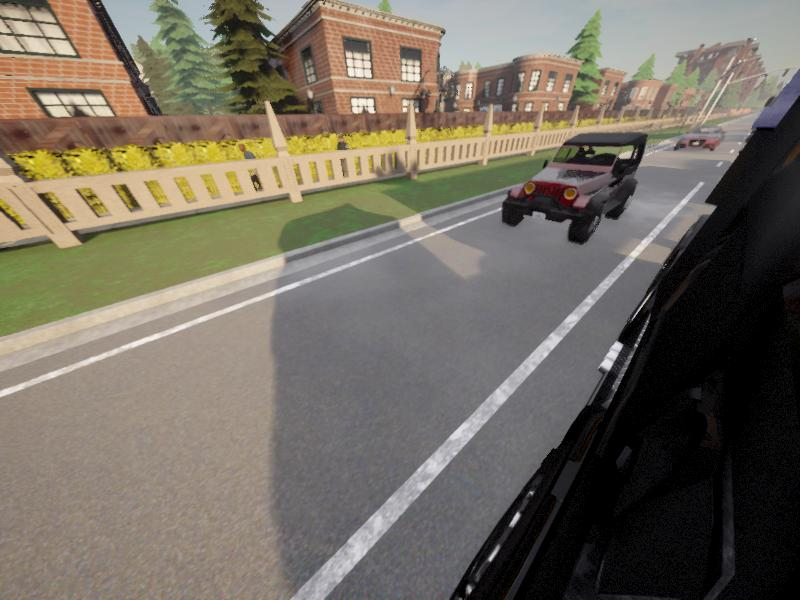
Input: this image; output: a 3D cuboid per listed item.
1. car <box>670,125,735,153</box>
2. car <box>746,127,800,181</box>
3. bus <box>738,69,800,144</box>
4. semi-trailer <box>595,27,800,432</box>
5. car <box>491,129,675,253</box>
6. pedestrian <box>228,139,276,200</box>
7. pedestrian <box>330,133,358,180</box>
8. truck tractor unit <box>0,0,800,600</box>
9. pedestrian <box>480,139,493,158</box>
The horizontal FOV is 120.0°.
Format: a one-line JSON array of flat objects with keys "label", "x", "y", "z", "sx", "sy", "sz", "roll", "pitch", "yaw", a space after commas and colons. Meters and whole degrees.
[{"label": "car", "x": 21.317, "y": -11.394, "z": 16.282, "sx": 4.181, "sy": 1.385, "sz": 1.994, "roll": -27, "pitch": 43, "yaw": -29}, {"label": "car", "x": 16.415, "y": -6.010, "z": 9.332, "sx": 4.902, "sy": 1.511, "sz": 2.128, "roll": -27, "pitch": 41, "yaw": -29}, {"label": "bus", "x": 32.628, "y": -15.597, "z": 18.742, "sx": 10.273, "sy": 4.253, "sz": 3.944, "roll": -27, "pitch": 43, "yaw": -29}, {"label": "semi-trailer", "x": 8.831, "y": -3.518, "z": 4.081, "sx": 14.254, "sy": 4.402, "sz": 2.717, "roll": -27, "pitch": 43, "yaw": -28}, {"label": "car", "x": 4.392, "y": -2.908, "z": 5.656, "sx": 3.866, "sy": 1.878, "sz": 1.905, "roll": -27, "pitch": 43, "yaw": -29}, {"label": "pedestrian", "x": -5.478, "y": -4.857, "z": 8.613, "sx": 0.751, "sy": 1.860, "sz": 0.751, "roll": -28, "pitch": 44, "yaw": -30}, {"label": "pedestrian", "x": -2.704, "y": -7.013, "z": 11.300, "sx": 0.751, "sy": 1.860, "sz": 0.751, "roll": -27, "pitch": 43, "yaw": -29}, {"label": "truck tractor unit", "x": 2.645, "y": -0.295, "z": 0.351, "sx": 6.516, "sy": 4.208, "sz": 3.053, "roll": -28, "pitch": 44, "yaw": -30}, {"label": "pedestrian", "x": 5.973, "y": -10.531, "z": 16.050, "sx": 0.500, "sy": 1.100, "sz": 0.500, "roll": 26, "pitch": 45, "yaw": 32}]
